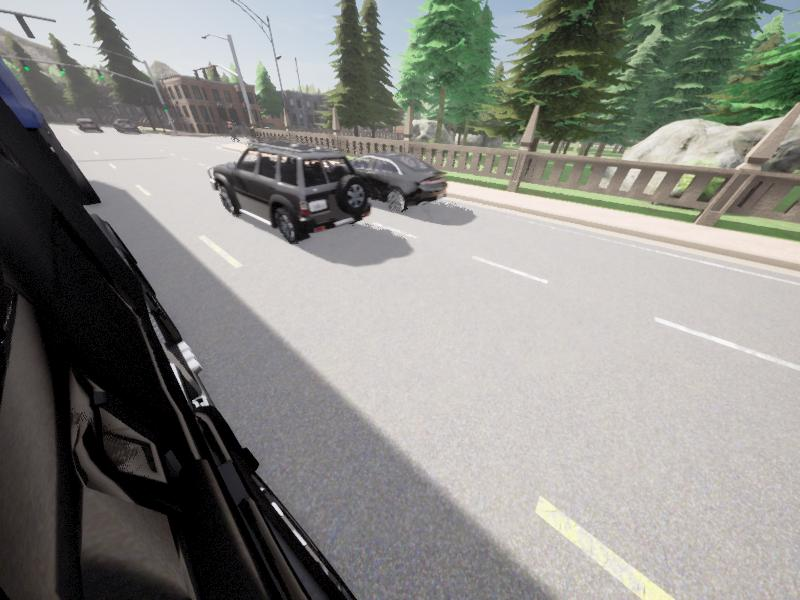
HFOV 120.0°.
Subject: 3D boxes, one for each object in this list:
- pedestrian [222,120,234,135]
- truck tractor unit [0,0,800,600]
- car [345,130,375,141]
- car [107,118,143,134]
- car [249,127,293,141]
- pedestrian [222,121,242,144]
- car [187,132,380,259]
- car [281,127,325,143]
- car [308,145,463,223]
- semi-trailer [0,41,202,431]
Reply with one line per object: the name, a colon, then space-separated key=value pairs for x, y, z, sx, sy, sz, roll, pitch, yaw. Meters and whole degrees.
pedestrian: x=-27.847 y=-28.008 z=37.486 sx=0.751 sy=1.860 sz=0.751 roll=26 pitch=43 yaw=28
truck tractor unit: x=-2.645 y=-0.295 z=0.352 sx=6.516 sy=4.208 sz=3.053 roll=28 pitch=44 yaw=30
car: x=-7.229 y=-30.273 z=42.513 sx=2.033 sy=1.411 sz=5.357 roll=28 pitch=44 yaw=30
car: x=-40.055 y=-25.378 z=33.648 sx=4.611 sy=1.667 sz=2.242 roll=28 pitch=43 yaw=29
car: x=-17.775 y=-23.058 z=32.111 sx=1.837 sy=1.490 sz=4.892 roll=28 pitch=44 yaw=30
pedestrian: x=-16.831 y=-16.805 z=23.204 sx=0.751 sy=1.860 sz=0.751 roll=12 pitch=38 yaw=13
car: x=-2.890 y=-2.932 z=5.822 sx=4.605 sy=1.855 sz=1.932 roll=27 pitch=43 yaw=27
car: x=-13.298 y=-22.925 z=32.091 sx=1.930 sy=1.638 sz=5.238 roll=28 pitch=44 yaw=30
car: x=-0.664 y=-4.282 z=8.072 sx=4.902 sy=1.511 sz=2.128 roll=26 pitch=43 yaw=28
semi-trailer: x=-8.712 y=-3.597 z=4.213 sx=14.254 sy=4.402 sz=2.717 roll=28 pitch=44 yaw=30
